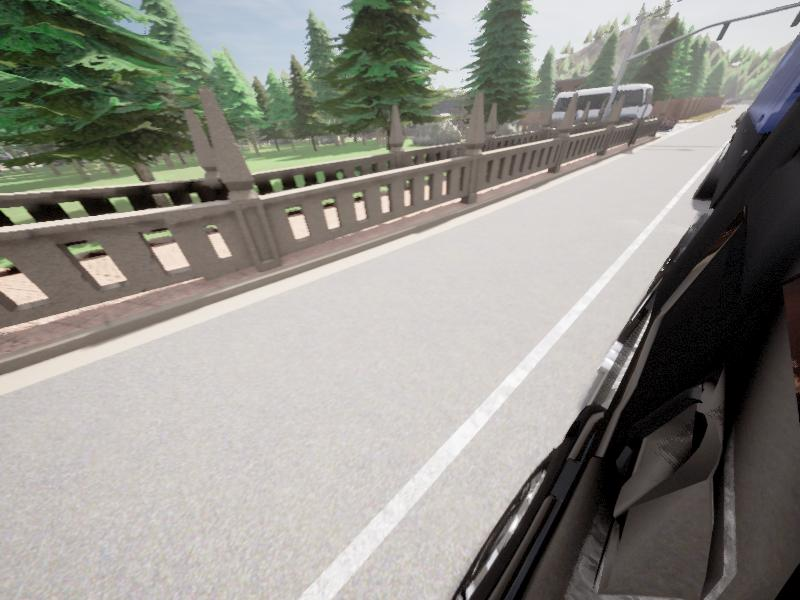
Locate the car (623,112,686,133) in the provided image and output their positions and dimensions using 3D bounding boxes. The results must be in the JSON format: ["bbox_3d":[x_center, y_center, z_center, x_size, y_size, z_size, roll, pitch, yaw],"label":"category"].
[{"bbox_3d":[25.961,-18.169,23.737,1.845,1.501,3.633,-22,41,-22],"label":"car"}]

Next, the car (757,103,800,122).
[{"bbox_3d":[41.654,-20.676,25.516,4.181,1.385,1.994,-30,44,-29],"label":"car"}]

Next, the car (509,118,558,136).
[{"bbox_3d":[18.268,-23.790,31.849,1.801,1.575,5.366,-29,43,-29],"label":"car"}]

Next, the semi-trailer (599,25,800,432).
[{"bbox_3d":[8.597,-3.728,4.241,14.254,4.402,2.717,-30,44,-30],"label":"semi-trailer"}]

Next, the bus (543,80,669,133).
[{"bbox_3d":[24.849,-23.768,28.923,3.944,4.253,10.273,-29,44,-29],"label":"bus"}]

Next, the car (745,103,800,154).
[{"bbox_3d":[20.474,-9.033,12.073,4.605,1.855,1.932,-32,44,-31],"label":"car"}]

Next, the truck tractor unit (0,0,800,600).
[{"bbox_3d":[2.645,-0.295,0.351,6.516,4.208,3.053,-28,44,-30],"label":"truck tractor unit"}]
